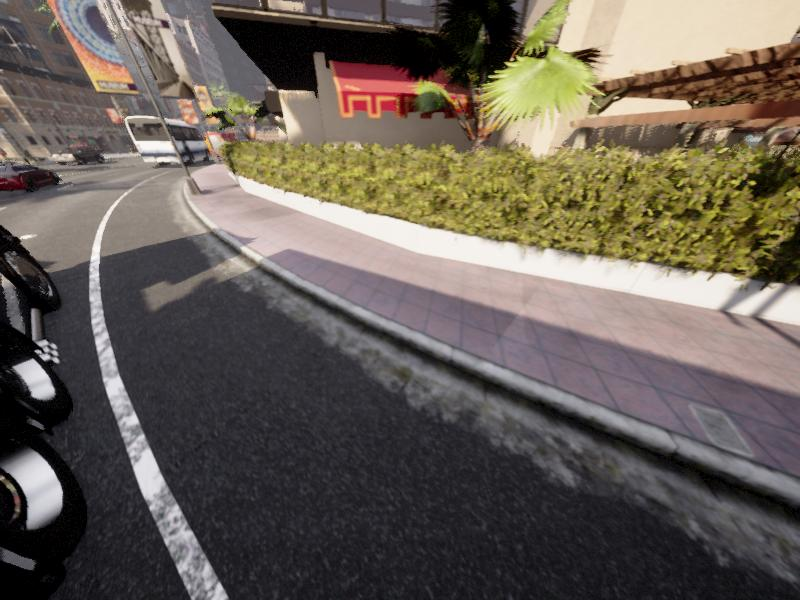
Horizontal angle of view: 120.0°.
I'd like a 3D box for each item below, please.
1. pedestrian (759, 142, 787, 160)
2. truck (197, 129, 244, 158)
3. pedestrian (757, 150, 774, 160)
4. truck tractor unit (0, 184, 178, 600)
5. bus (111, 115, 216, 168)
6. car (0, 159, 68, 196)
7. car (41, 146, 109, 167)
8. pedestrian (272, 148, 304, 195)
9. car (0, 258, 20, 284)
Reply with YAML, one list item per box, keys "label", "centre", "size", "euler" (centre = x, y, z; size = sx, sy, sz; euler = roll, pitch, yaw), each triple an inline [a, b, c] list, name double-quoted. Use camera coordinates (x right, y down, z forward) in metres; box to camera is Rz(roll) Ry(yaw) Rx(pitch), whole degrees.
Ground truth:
- label: "pedestrian"
  centre: [46.855, -18.680, 29.044]
  size: [0.751, 1.860, 0.751]
  euler: [-4, 35, -5]
- label: "truck"
  centre: [-30.359, -26.871, 39.670]
  size: [2.891, 3.827, 8.468]
  euler: [-9, 36, -12]
- label: "pedestrian"
  centre: [46.225, -18.351, 29.238]
  size: [0.500, 1.100, 0.500]
  euler: [-4, 35, -5]
- label: "truck tractor unit"
  centre: [-4.971, -0.418, 0.968]
  size: [6.516, 4.208, 3.053]
  euler: [24, 41, 30]
- label: "bus"
  centre: [-26.138, -18.249, 26.794]
  size: [3.944, 4.253, 10.273]
  euler: [-11, 36, -15]
- label: "car"
  centre: [-21.343, -6.830, 12.775]
  size: [1.994, 1.385, 4.181]
  euler: [-20, 39, -26]
- label: "car"
  centre: [-36.549, -16.403, 26.234]
  size: [1.932, 1.855, 4.605]
  euler: [-10, 35, -14]
- label: "pedestrian"
  centre: [-5.315, -6.120, 10.993]
  size: [0.751, 1.860, 0.751]
  euler: [-25, 42, -31]
- label: "car"
  centre: [-10.542, -0.568, 3.510]
  size: [5.366, 1.575, 1.801]
  euler: [-1, 35, -2]
